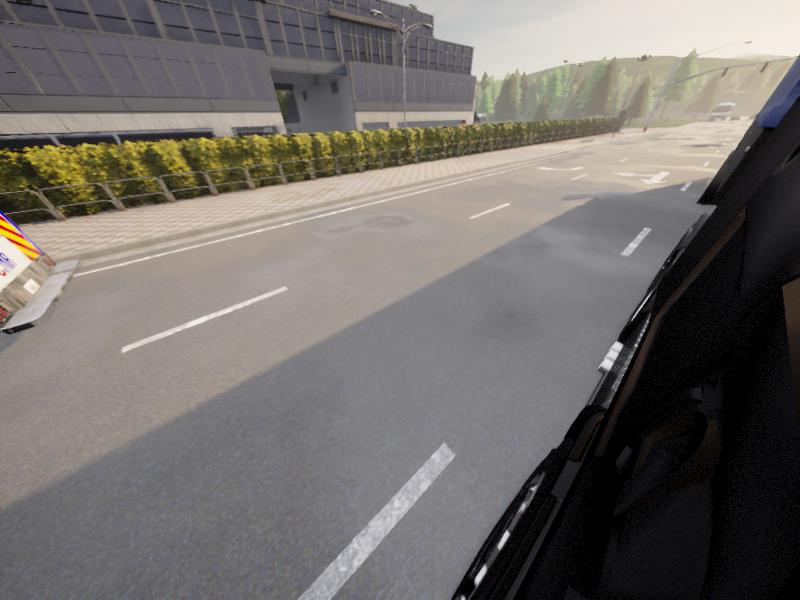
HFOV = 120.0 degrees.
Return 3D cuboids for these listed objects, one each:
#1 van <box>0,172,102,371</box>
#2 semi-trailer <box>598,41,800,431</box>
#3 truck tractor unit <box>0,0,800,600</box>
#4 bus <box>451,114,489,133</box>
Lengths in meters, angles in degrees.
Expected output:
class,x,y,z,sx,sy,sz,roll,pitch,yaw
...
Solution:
class,x,y,z,sx,sy,sz,roll,pitch,yaw
van,-7.606,0.426,1.504,6.366,2.431,2.351,-28,44,-30
semi-trailer,8.706,-3.596,4.226,14.254,4.402,2.717,-28,44,-30
truck tractor unit,2.645,-0.295,0.351,6.516,4.208,3.053,-28,44,-30
bus,21.447,-54.732,71.662,3.944,4.253,10.273,-28,44,-29
